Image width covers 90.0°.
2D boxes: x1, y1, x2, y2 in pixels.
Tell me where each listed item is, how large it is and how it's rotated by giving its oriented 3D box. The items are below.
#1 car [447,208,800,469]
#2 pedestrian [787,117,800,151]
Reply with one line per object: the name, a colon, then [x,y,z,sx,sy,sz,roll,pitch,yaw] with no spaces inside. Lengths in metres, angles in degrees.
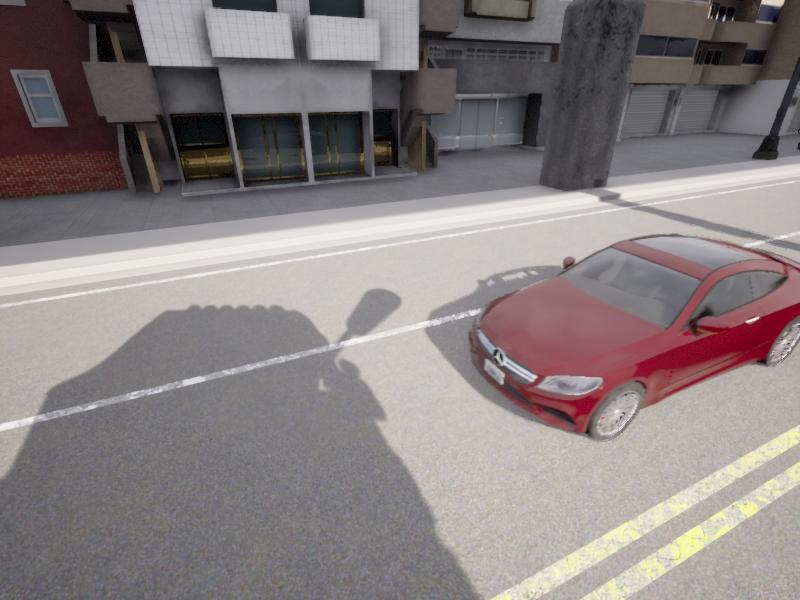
car: [3.097,0.059,4.885,4.674,1.442,1.812,-12,29,-21]
pedestrian: [21.920,-9.086,21.562,0.751,1.860,0.751,-11,29,-20]
